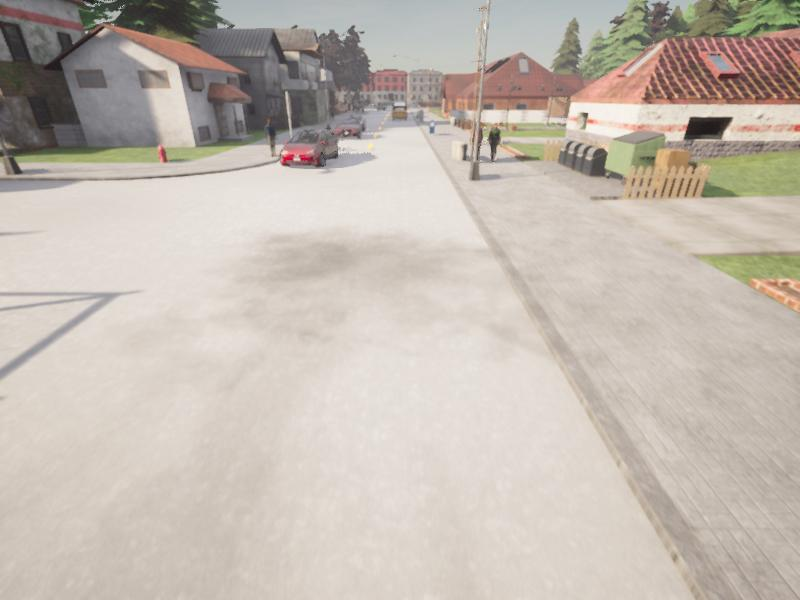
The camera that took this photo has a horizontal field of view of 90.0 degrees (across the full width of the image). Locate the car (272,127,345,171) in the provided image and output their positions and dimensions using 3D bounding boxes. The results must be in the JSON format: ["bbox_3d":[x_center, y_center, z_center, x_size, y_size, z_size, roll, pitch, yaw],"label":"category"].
[{"bbox_3d":[-4.307,-7.542,19.683,2.007,1.525,4.514,4,27,7],"label":"car"}]

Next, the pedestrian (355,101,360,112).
[{"bbox_3d":[-7.868,-36.105,74.775,0.751,1.860,0.751,1,27,1],"label":"pedestrian"}]

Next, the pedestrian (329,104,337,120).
[{"bbox_3d":[-8.628,-24.221,51.585,0.751,1.860,0.751,0,27,-1],"label":"pedestrian"}]

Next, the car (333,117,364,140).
[{"bbox_3d":[-4.022,-13.599,31.685,1.994,1.385,4.181,0,27,-1],"label":"car"}]

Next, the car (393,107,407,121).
[{"bbox_3d":[-0.023,-25.194,54.157,1.882,1.535,5.008,0,27,0],"label":"car"}]

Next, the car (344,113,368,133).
[{"bbox_3d":[-4.016,-16.369,36.916,1.845,1.501,3.633,0,27,0],"label":"car"}]

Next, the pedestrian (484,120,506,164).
[{"bbox_3d":[4.521,-7.548,19.084,0.751,1.860,0.751,4,27,7],"label":"pedestrian"}]

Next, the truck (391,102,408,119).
[{"bbox_3d":[-0.028,-28.847,60.675,2.390,2.098,6.274,0,27,0],"label":"truck"}]

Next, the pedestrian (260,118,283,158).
[{"bbox_3d":[-6.632,-8.386,20.676,0.751,1.860,0.751,-14,30,-26],"label":"pedestrian"}]

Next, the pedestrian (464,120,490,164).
[{"bbox_3d":[3.636,-7.470,18.927,0.751,1.860,0.751,-10,29,-18],"label":"pedestrian"}]
